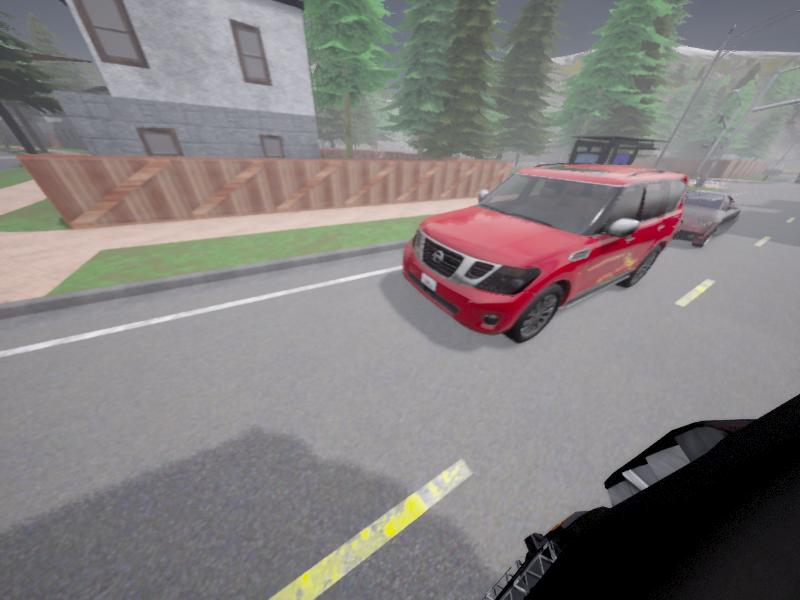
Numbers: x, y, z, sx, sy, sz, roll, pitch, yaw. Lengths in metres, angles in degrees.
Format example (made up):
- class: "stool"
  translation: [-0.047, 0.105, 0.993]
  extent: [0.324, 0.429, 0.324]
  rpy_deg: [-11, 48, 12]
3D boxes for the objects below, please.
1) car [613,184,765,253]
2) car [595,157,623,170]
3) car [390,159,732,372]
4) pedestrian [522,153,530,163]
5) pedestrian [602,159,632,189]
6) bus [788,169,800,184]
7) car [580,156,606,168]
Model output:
- class: "car"
  translation: [9.705, -2.933, 7.804]
  extent: [4.181, 1.385, 1.994]
  rpy_deg: [-16, 38, -26]
- class: "car"
  translation: [38.828, -25.402, 42.894]
  extent: [4.605, 1.855, 1.932]
  rpy_deg: [-17, 38, -27]
- class: "car"
  translation: [2.798, -1.224, 4.139]
  extent: [5.566, 2.045, 2.150]
  rpy_deg: [-16, 38, -26]
- class: "pedestrian"
  translation: [27.740, -31.184, 50.764]
  extent: [0.751, 1.860, 0.751]
  rpy_deg: [-16, 38, -26]
- class: "pedestrian"
  translation: [15.813, -9.175, 16.853]
  extent: [0.751, 1.860, 0.751]
  rpy_deg: [-18, 39, -28]
- class: "bus"
  translation: [60.314, -18.597, 32.288]
  extent: [10.273, 4.253, 3.944]
  rpy_deg: [-16, 38, -26]
- class: "car"
  translation: [37.191, -26.531, 44.480]
  extent: [3.866, 1.878, 1.905]
  rpy_deg: [-17, 38, -27]
